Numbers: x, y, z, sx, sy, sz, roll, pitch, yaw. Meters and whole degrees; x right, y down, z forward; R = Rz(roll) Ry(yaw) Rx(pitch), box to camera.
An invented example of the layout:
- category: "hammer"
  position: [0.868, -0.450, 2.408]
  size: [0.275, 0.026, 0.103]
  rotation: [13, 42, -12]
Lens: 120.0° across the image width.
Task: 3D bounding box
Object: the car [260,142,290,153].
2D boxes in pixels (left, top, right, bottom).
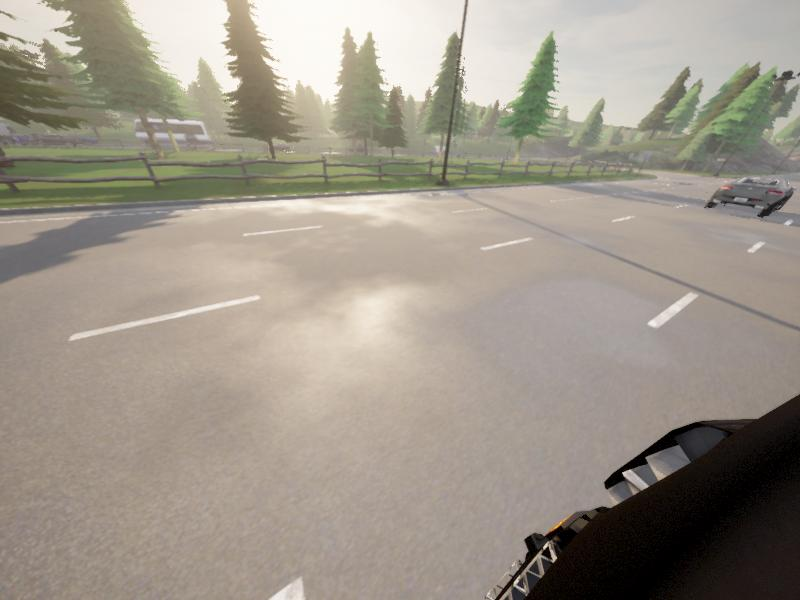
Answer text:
- category: "car"
  position: [-25.727, -31.583, 47.740]
  size: [5.027, 1.651, 2.152]
  rotation: [-11, 36, -19]

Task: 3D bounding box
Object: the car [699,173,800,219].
- category: "car"
  position: [18.730, -5.634, 12.225]
  size: [5.027, 1.651, 2.152]
  rotation: [-16, 38, -26]

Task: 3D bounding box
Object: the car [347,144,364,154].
- category: "car"
  position: [-11.286, -38.517, 58.914]
  size: [3.866, 1.878, 1.905]
  rotation: [-16, 38, -26]

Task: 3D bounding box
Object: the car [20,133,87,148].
- category: "car"
  position: [-49.633, -22.956, 33.248]
  size: [4.892, 1.490, 1.837]
  rotation: [-16, 38, -26]

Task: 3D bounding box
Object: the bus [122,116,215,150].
- category: "bus"
  position: [-39.709, -29.079, 40.621]
  size: [10.273, 4.253, 3.944]
  rotation: [-16, 38, -25]

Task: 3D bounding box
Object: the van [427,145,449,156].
- category: "van"
  position: [11.399, -44.872, 69.402]
  size: [5.915, 2.561, 1.988]
  rotation: [10, 34, 11]
